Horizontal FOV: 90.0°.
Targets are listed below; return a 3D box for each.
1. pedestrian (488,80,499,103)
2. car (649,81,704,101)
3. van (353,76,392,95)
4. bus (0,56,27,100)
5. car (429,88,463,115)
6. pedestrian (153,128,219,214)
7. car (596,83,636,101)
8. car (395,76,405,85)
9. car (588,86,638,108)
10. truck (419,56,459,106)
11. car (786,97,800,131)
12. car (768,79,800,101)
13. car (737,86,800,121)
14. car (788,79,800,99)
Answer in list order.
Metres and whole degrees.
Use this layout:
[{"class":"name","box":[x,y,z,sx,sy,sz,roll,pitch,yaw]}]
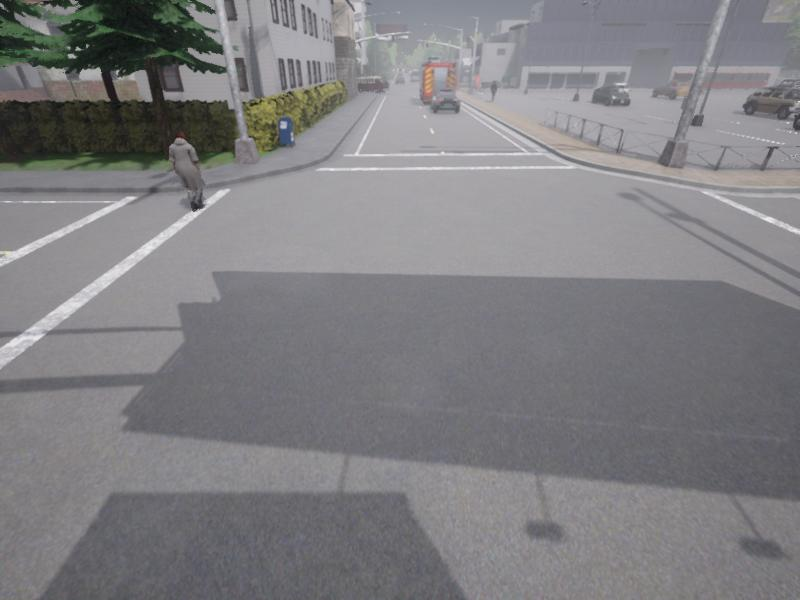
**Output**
[{"class":"pedestrian","box":[8.738,-19.450,37.242,0.751,1.860,0.751,8,31,14]},{"class":"car","box":[28.997,-22.118,42.208,2.152,1.636,5.027,0,30,0]},{"class":"van","box":[-3.611,-28.309,52.770,4.480,2.038,2.069,12,31,25]},{"class":"bus","box":[-47.100,-23.706,42.860,3.944,4.253,10.273,0,31,1]},{"class":"car","box":[3.508,-15.604,31.301,2.038,1.542,4.974,0,30,0]},{"class":"pedestrian","box":[-5.169,-3.145,9.789,0.751,1.860,0.751,1,30,2]},{"class":"car","box":[22.580,-21.880,41.956,1.970,1.475,3.806,0,30,0]},{"class":"car","box":[0.034,-42.739,77.895,1.837,1.490,4.892,0,30,0]},{"class":"car","box":[18.933,-18.270,35.891,2.007,1.523,4.514,0,30,0]},{"class":"truck","box":[3.518,-21.085,38.428,2.891,3.827,8.468,0,30,0]},{"class":"car","box":[22.628,-9.464,20.339,1.905,1.878,3.866,0,30,0]},{"class":"car","box":[41.791,-22.199,42.195,1.905,1.878,3.866,0,30,0]},{"class":"car","box":[25.897,-13.411,27.154,1.932,1.855,4.605,0,30,0]},{"class":"car","box":[44.696,-22.392,42.567,1.932,1.855,4.605,0,30,0]}]
